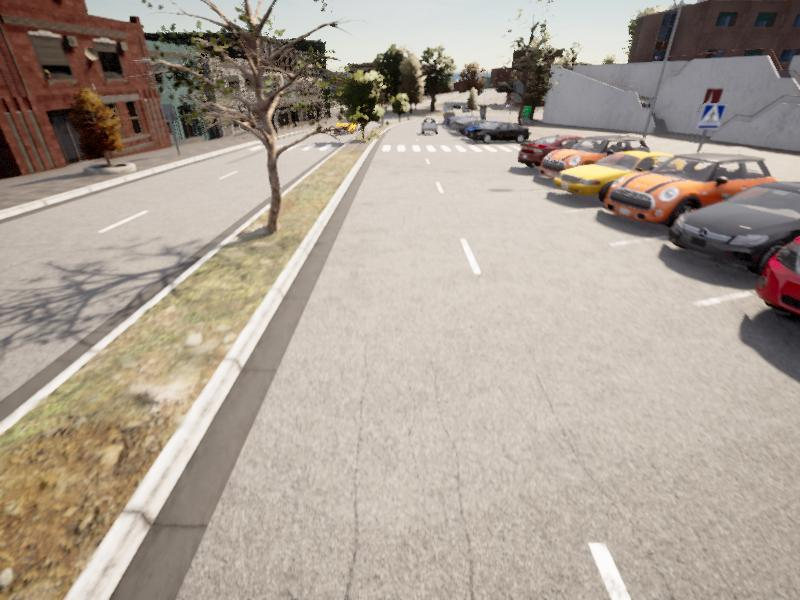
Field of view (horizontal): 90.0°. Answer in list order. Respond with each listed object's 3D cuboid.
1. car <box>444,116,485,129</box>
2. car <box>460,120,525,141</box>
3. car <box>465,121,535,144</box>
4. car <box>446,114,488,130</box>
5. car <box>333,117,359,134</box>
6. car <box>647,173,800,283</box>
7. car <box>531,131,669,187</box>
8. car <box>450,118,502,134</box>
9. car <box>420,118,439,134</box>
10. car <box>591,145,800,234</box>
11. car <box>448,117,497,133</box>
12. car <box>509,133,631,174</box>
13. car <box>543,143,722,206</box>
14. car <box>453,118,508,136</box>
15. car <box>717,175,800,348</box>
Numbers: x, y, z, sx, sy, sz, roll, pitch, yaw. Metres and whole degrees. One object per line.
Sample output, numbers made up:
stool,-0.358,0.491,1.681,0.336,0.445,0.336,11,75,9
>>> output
car,8.651,-23.849,53.775,5.008,1.535,2.097,-6,26,-15
car,8.076,-14.913,35.131,5.008,1.535,2.097,-8,27,-18
car,8.072,-13.624,32.464,5.008,1.535,2.097,-8,27,-18
car,8.526,-22.694,51.066,4.553,1.767,2.185,-6,27,-15
car,-5.699,-18.730,42.795,1.882,1.535,5.008,1,25,2
car,8.069,-1.703,8.489,4.674,1.452,2.002,-8,29,-18
car,8.101,-5.865,16.399,4.553,1.767,2.185,-8,28,-18
car,8.158,-18.757,43.128,4.892,1.521,2.231,-7,27,-17
car,3.164,-18.935,43.433,1.845,1.501,3.633,1,26,1
car,8.098,-3.196,11.079,4.553,1.767,2.185,-8,28,-18
car,8.240,-20.034,45.792,4.892,1.521,2.231,-7,26,-16
car,8.060,-7.076,19.111,5.008,1.535,2.097,-8,28,-18
car,7.895,-4.392,13.720,5.366,1.575,1.946,-8,28,-18
car,8.103,-17.477,40.460,4.892,1.521,2.231,-7,27,-17
car,8.045,-0.607,5.689,5.566,2.045,2.435,-8,29,-18
